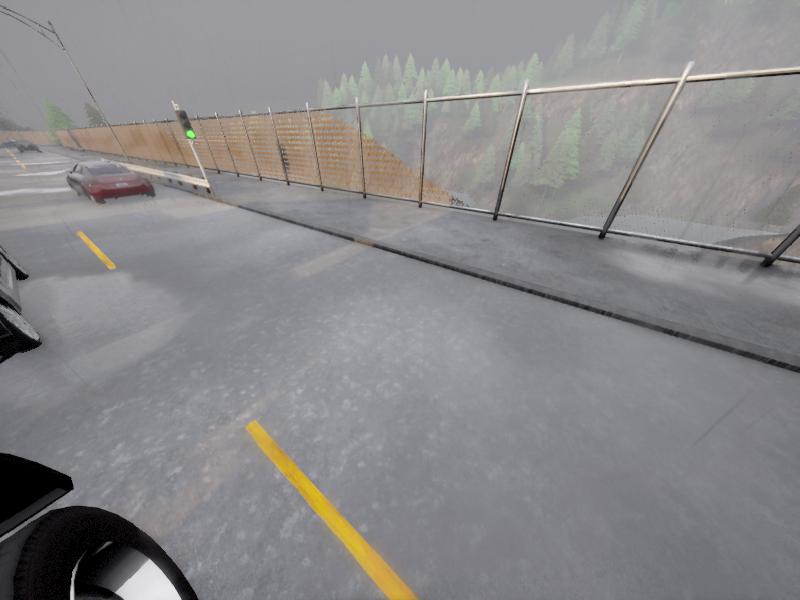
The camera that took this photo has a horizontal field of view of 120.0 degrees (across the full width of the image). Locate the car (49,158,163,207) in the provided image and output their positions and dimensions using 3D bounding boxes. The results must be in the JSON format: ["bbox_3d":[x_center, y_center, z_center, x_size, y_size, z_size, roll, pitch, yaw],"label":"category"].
[{"bbox_3d":[-13.016,-5.358,10.257,4.181,1.385,1.994,20,40,26],"label":"car"}]

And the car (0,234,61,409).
[{"bbox_3d":[-6.539,-0.172,2.718,5.238,1.638,1.930,22,41,28],"label":"car"}]

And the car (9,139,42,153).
[{"bbox_3d":[-62.710,-25.861,38.672,4.553,1.767,2.097,22,41,28],"label":"car"}]

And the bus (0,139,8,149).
[{"bbox_3d":[-86.606,-33.851,47.717,10.273,4.253,3.944,22,41,28],"label":"bus"}]
